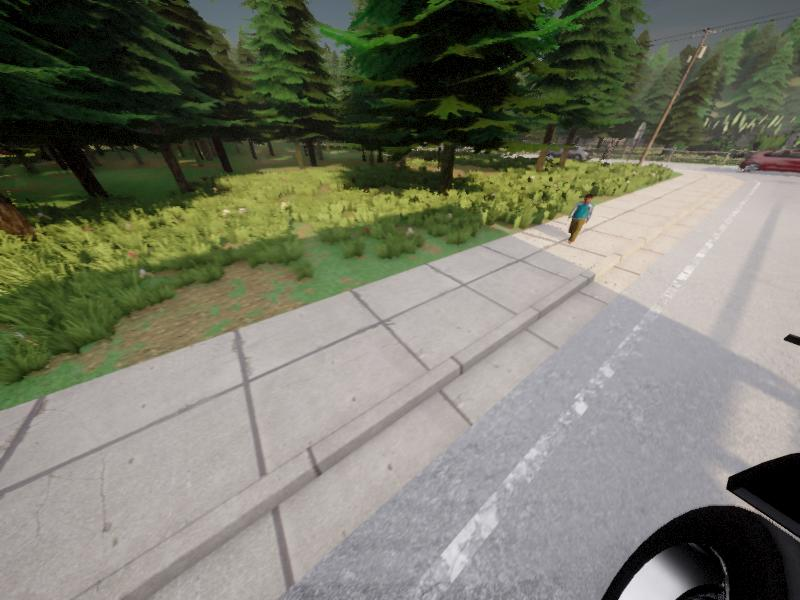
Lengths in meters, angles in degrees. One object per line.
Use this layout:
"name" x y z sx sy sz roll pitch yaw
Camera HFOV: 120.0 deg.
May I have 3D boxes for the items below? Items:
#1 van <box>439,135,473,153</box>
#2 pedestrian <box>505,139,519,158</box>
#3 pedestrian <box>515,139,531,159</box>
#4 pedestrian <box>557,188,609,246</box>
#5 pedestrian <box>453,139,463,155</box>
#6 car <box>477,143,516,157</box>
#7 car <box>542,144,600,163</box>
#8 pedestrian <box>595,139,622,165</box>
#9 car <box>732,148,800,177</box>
"van" 9.714 -27.741 40.952 1.988 2.561 5.915 -22 41 -27
"pedestrian" 12.761 -17.297 26.379 0.751 1.860 0.751 -16 38 -22
"pedestrian" 13.479 -16.558 25.325 0.751 1.860 0.751 -17 39 -23
"pedestrian" 4.174 -1.902 5.317 0.500 1.100 0.500 29 45 35
"pedestrian" 8.029 -21.307 32.117 0.751 1.860 0.751 -27 43 -33
"car" 13.200 -20.832 31.993 2.007 1.525 4.514 -22 40 -27
"car" 18.558 -16.192 25.365 2.007 1.525 4.514 -20 40 -26
"pedestrian" 17.936 -12.760 19.904 0.751 1.860 0.751 -9 36 -12
"car" 26.327 -9.232 15.500 1.816 1.474 4.193 -20 40 -26
